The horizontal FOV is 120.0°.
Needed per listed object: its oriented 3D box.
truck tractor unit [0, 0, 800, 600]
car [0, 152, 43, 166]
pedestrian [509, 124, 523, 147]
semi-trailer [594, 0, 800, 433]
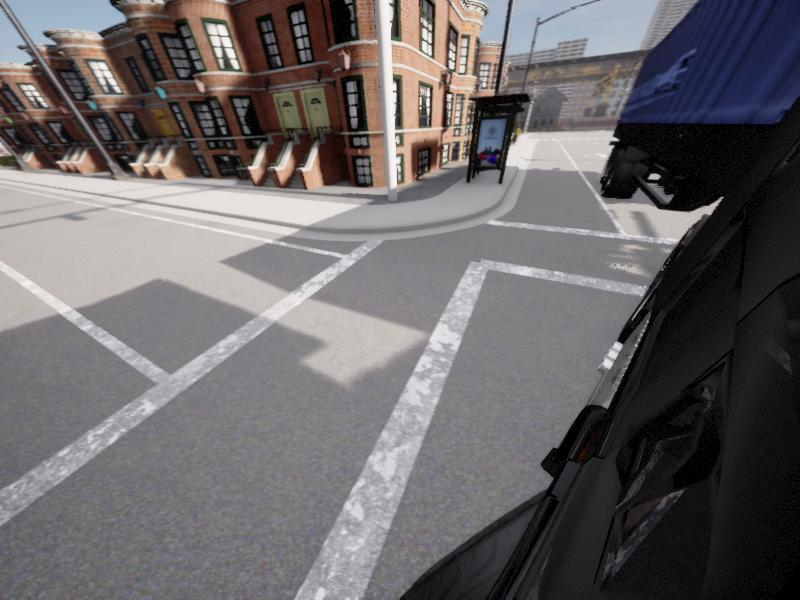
[{"bbox_3d":[2.645,-0.295,0.351,6.516,4.208,3.053,-28,44,-30],"label":"truck tractor unit"},{"bbox_3d":[-55.303,-20.048,32.868,1.895,1.301,4.718,15,40,22],"label":"car"},{"bbox_3d":[11.752,-16.647,23.434,0.751,1.860,0.751,17,41,25],"label":"pedestrian"},{"bbox_3d":[7.298,-4.281,5.254,2.717,4.402,14.254,19,42,26],"label":"semi-trailer"}]
